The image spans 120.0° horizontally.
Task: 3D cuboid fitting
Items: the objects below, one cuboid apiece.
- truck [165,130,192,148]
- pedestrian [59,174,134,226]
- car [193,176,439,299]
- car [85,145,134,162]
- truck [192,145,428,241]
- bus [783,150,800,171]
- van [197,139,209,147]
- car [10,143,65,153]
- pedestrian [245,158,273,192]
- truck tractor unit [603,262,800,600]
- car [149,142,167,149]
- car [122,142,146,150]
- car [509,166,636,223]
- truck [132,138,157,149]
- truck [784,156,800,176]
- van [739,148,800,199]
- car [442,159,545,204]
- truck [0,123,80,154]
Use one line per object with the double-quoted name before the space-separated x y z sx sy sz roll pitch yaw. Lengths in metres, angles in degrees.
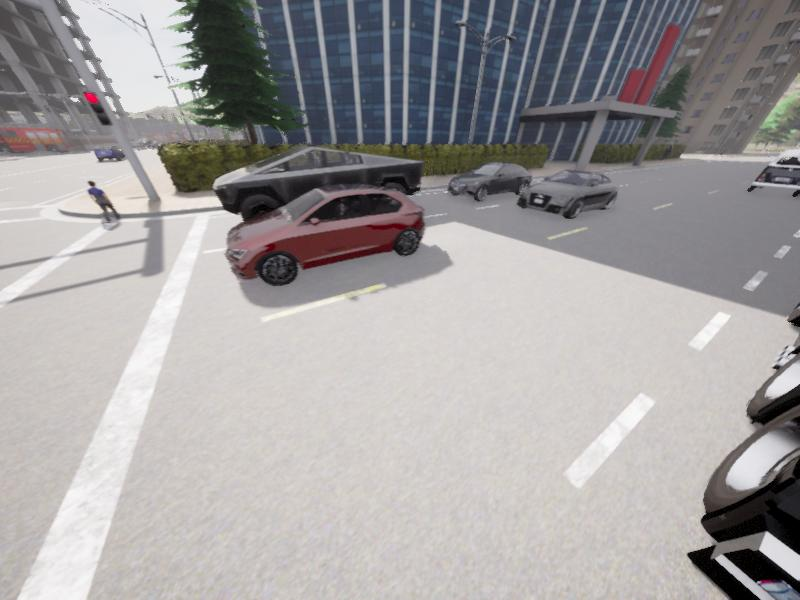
"truck" -58.611 -42.782 61.491 2.891 3.827 8.468 -18 39 -25
"pedestrian" -9.396 -3.143 7.241 0.751 1.300 0.751 -17 39 -24
"car" -1.454 -1.659 5.074 4.193 1.474 1.816 -18 39 -25
"car" -33.692 -17.189 27.021 2.007 1.525 4.514 -17 38 -23
"truck" -2.412 -3.913 7.758 6.274 2.098 2.390 -18 39 -25
"bus" 44.851 -15.534 23.287 10.273 4.253 3.944 -18 39 -25
"van" -63.153 -50.492 74.103 2.069 2.038 4.480 -18 39 -25
"car" -61.604 -25.938 39.409 4.718 1.301 1.895 -18 39 -24
"pedestrian" -6.753 -6.010 11.105 0.751 1.300 0.751 -20 40 -26
"truck tractor unit" 5.110 -0.300 0.795 6.516 4.208 3.053 -18 39 -24
"car" -57.517 -36.674 54.926 1.895 1.301 4.718 -18 39 -25
"car" -59.033 -34.239 51.309 2.033 1.411 5.357 -18 39 -25
"car" 6.672 -4.245 9.008 4.181 1.385 1.994 -18 39 -25
"truck" -63.642 -39.085 57.610 2.390 2.098 6.274 -18 39 -25
"truck" 36.600 -12.059 19.724 5.204 2.467 2.627 -18 39 -25
"van" 21.593 -7.035 12.650 4.480 2.038 2.069 -18 39 -24
"car" 4.539 -5.889 11.278 4.674 1.442 1.812 -18 39 -25
"truck" -59.000 -25.513 36.620 8.468 3.827 2.891 -18 39 -25
